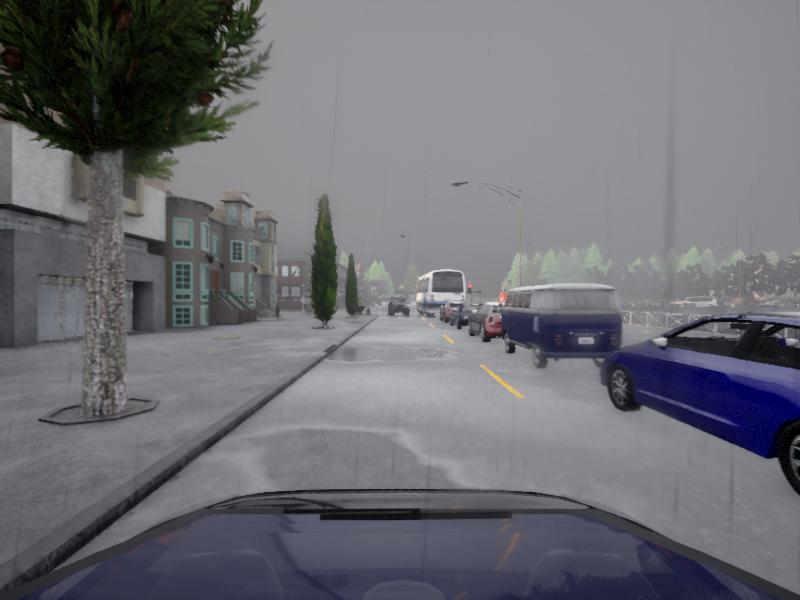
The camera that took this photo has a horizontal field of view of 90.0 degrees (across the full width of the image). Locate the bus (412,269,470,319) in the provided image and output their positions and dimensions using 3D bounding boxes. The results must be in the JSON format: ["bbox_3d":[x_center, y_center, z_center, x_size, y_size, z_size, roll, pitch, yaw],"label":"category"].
[{"bbox_3d":[3.638,-0.529,39.422,3.944,4.253,10.273,0,0,-4],"label":"bus"}]

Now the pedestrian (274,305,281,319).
[{"bbox_3d":[-9.744,0.928,31.851,0.500,1.100,0.500,0,0,-6],"label":"pedestrian"}]

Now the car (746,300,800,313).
[{"bbox_3d":[47.793,0.773,51.219,5.238,1.638,1.930,0,0,0],"label":"car"}]

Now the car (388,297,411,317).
[{"bbox_3d":[-0.113,0.647,39.928,1.905,1.878,3.866,0,0,-6],"label":"car"}]

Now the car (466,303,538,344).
[{"bbox_3d":[4.001,0.854,16.376,1.970,1.475,3.806,0,0,0],"label":"car"}]

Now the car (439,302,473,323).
[{"bbox_3d":[4.005,0.854,29.193,1.970,1.475,3.806,0,0,0],"label":"car"}]

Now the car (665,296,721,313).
[{"bbox_3d":[37.480,0.570,51.206,5.566,2.045,2.150,0,0,0],"label":"car"}]

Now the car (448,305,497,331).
[{"bbox_3d":[3.998,0.945,22.824,1.895,1.301,4.718,0,0,0],"label":"car"}]

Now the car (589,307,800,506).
[{"bbox_3d":[3.999,0.855,4.445,1.816,1.474,4.193,0,0,0],"label":"car"}]

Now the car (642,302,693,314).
[{"bbox_3d":[31.523,0.945,47.199,4.718,1.301,1.895,0,0,0],"label":"car"}]

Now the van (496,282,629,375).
[{"bbox_3d":[3.999,0.599,10.761,1.775,1.987,4.442,0,0,0],"label":"van"}]
